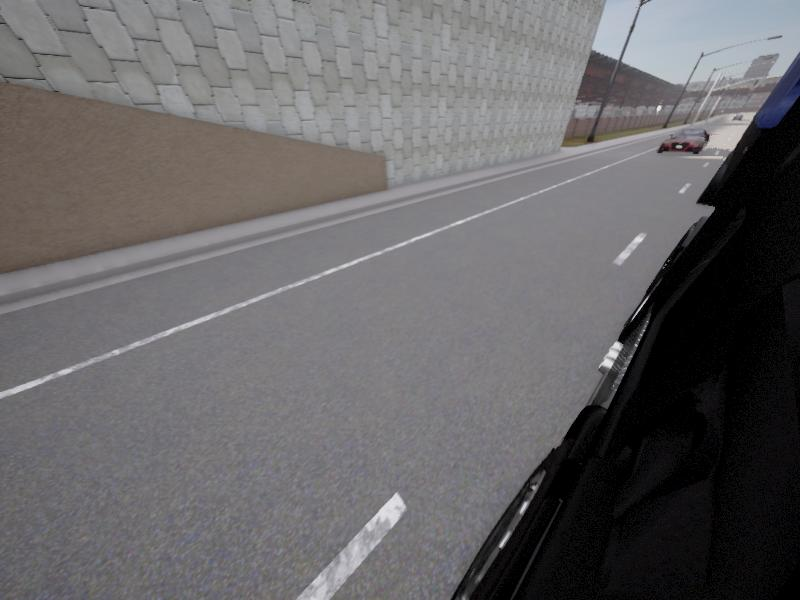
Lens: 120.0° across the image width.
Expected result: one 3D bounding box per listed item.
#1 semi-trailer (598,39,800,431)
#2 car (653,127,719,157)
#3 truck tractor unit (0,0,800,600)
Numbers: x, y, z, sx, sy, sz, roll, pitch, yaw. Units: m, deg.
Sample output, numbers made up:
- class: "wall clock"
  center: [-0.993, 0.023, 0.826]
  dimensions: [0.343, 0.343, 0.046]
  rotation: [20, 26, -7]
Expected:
- class: "semi-trailer"
  center: [8.694, -3.607, 4.235]
  dimensions: [14.254, 4.402, 2.717]
  rotation: [-28, 44, -30]
- class: "car"
  center: [19.597, -10.874, 15.822]
  dimensions: [4.181, 1.385, 1.994]
  rotation: [-28, 43, -30]
- class: "truck tractor unit"
  center: [2.645, -0.295, 0.351]
  dimensions: [6.516, 4.208, 3.053]
  rotation: [-28, 44, -30]
